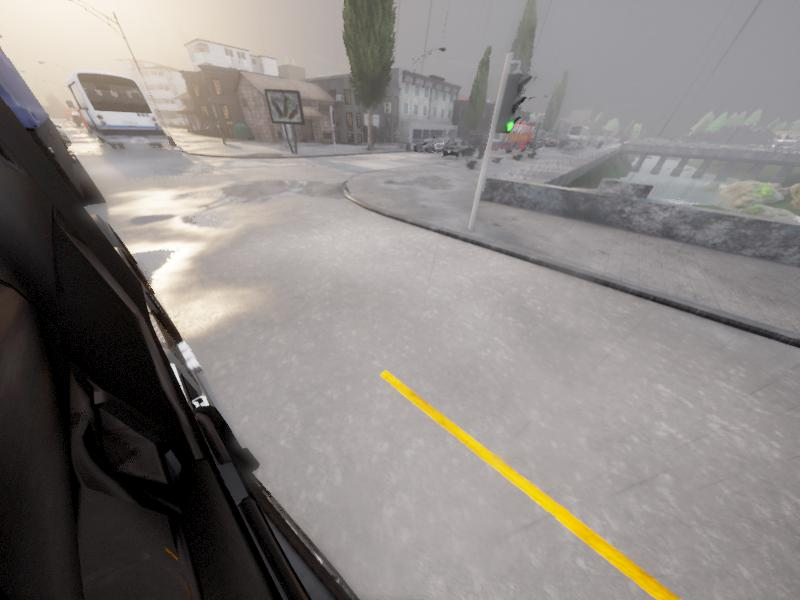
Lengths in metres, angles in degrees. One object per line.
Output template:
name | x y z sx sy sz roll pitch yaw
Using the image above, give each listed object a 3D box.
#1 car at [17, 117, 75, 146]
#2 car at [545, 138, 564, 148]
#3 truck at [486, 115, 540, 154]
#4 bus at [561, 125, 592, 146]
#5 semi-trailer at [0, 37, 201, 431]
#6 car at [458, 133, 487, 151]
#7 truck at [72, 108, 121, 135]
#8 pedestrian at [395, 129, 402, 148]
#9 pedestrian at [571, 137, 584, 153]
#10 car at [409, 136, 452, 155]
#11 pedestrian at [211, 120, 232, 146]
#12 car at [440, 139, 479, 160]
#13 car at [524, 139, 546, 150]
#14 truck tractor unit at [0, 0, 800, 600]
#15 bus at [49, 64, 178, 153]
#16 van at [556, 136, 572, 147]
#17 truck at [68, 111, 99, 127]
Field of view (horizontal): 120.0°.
car | -27.975 -13.379 18.328 3.988 1.617 1.851 28 44 30
car | 32.369 -32.852 48.347 2.038 1.542 4.974 29 44 31
truck | 15.325 -22.302 31.233 2.891 3.827 8.468 30 44 31
bus | 47.878 -44.377 62.466 3.944 4.253 10.273 28 44 30
semi-trailer | -8.665 -3.633 4.251 14.254 4.402 2.717 29 44 30
car | 9.784 -21.387 31.262 1.905 1.878 3.866 29 44 30
truck | -37.900 -22.313 28.876 5.204 2.467 2.627 29 44 30
pedestrian | -0.213 -20.021 28.591 0.751 1.860 0.751 1 37 -3
pedestrian | 26.624 -23.219 34.627 0.751 1.860 0.751 -28 47 -34
car | 3.417 -16.950 25.220 2.038 1.542 4.974 29 44 30
pedestrian | -16.613 -15.562 21.569 0.751 1.860 0.751 1 37 -2
car | 5.836 -14.770 22.520 1.816 1.474 4.193 27 43 29
car | 23.044 -26.600 39.436 1.816 1.474 4.193 30 44 31
truck tractor unit | -2.645 -0.295 0.351 6.516 4.208 3.053 28 44 30
bus | -22.433 -14.578 18.088 10.273 4.253 3.944 29 44 30
van | 38.057 -36.787 53.589 1.775 1.987 4.442 28 44 30
truck | -56.903 -32.490 41.510 6.274 2.098 2.390 29 44 30
